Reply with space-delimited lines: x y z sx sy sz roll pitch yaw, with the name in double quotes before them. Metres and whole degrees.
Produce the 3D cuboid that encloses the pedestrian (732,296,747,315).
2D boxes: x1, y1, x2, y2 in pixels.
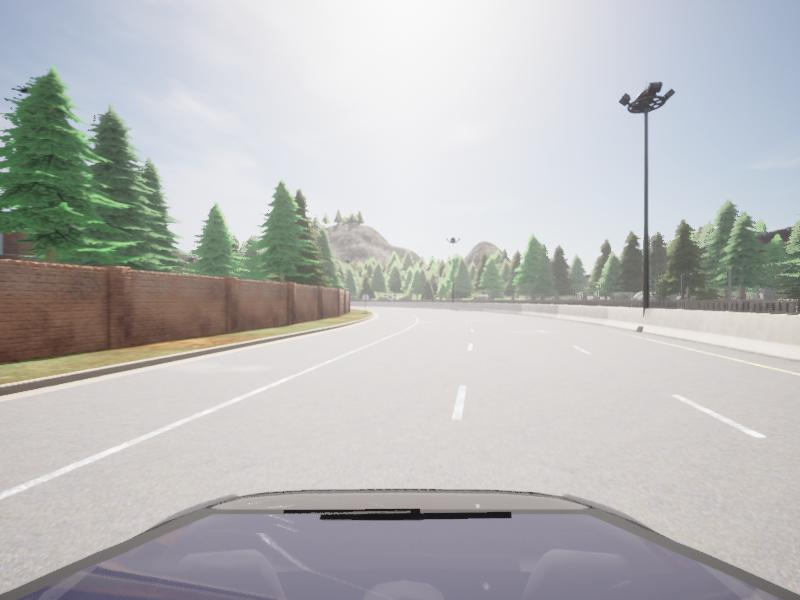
"pedestrian" 32.519 0.504 38.330 0.751 1.860 0.751 0 0 6
